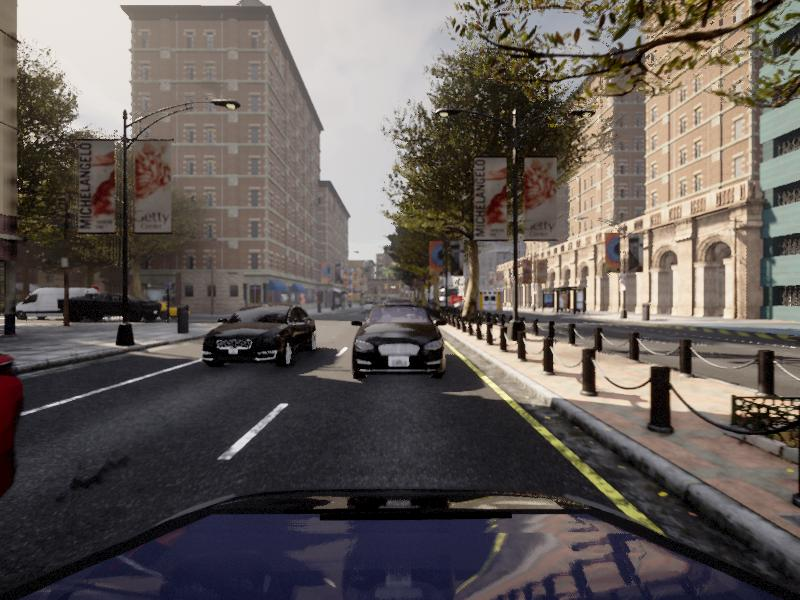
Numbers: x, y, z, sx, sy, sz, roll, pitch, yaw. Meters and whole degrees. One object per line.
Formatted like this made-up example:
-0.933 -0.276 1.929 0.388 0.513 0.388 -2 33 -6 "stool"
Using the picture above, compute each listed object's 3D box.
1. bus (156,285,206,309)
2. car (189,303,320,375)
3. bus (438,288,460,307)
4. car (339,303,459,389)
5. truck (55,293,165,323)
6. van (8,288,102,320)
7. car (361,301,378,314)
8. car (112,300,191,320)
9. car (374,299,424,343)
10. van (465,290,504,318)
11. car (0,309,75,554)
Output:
-41.875 -0.534 77.103 3.944 4.253 10.273 0 0 0 "bus"
-3.556 0.846 10.910 1.837 1.490 4.892 0 0 -1 "car"
11.160 -0.534 92.206 3.944 4.253 10.273 0 0 0 "bus"
-0.025 0.837 9.594 2.128 1.511 4.902 0 0 0 "car"
-21.051 0.544 29.275 6.274 2.098 2.390 0 0 -1 "truck"
-28.116 0.324 32.708 5.915 2.561 1.988 0 0 -1 "van"
-3.616 0.829 48.027 1.845 1.501 3.633 0 0 0 "car"
-20.306 0.803 32.872 5.366 1.575 1.801 0 0 -2 "car"
-0.044 0.789 16.767 1.851 1.617 3.988 0 0 0 "car"
7.909 0.380 38.130 2.351 2.431 6.366 0 0 0 "van"
-3.505 0.829 0.827 2.007 1.525 4.514 0 0 0 "car"
